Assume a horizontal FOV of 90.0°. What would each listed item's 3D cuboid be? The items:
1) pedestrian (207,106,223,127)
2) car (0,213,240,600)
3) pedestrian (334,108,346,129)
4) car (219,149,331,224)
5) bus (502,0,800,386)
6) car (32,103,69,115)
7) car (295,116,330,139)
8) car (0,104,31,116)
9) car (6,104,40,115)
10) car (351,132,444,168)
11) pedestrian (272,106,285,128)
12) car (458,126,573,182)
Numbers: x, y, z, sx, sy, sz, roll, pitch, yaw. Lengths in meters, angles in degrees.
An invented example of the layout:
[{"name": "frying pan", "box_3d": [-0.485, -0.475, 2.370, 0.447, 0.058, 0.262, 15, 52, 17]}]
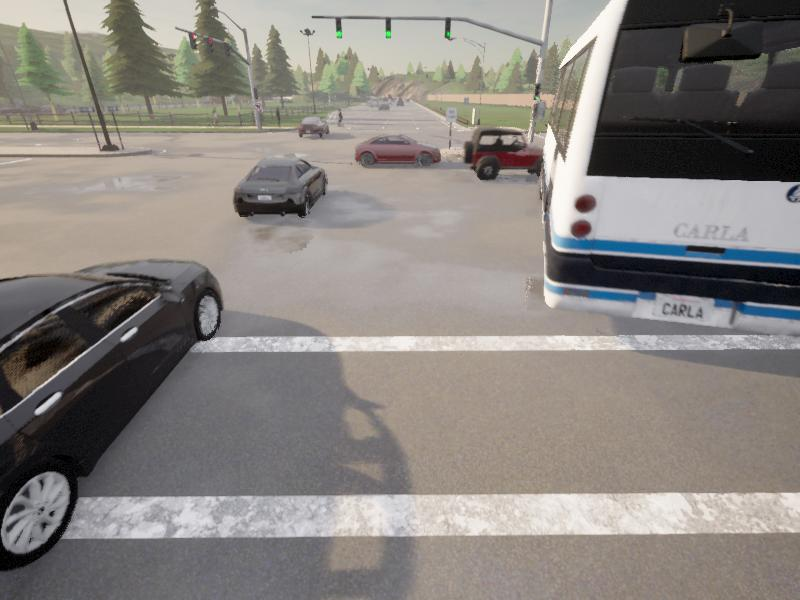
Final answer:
[{"name": "pedestrian", "box_3d": [-18.176, -18.018, 39.324, 0.751, 1.860, 0.751, 2, 27, 4]}, {"name": "car", "box_3d": [-3.499, 0.546, 3.931, 1.837, 1.490, 4.892, 0, 28, 0]}, {"name": "pedestrian", "box_3d": [-5.845, -17.662, 38.962, 0.751, 1.860, 0.751, 7, 28, 13]}, {"name": "car", "box_3d": [-3.492, -3.598, 12.141, 1.994, 1.385, 4.181, 0, 27, 0]}, {"name": "bus", "box_3d": [4.781, -3.324, 8.464, 3.944, 4.253, 10.273, 7, 28, 16]}, {"name": "car", "box_3d": [-61.097, -33.427, 69.982, 2.033, 1.649, 4.856, 0, 27, 0]}, {"name": "car", "box_3d": [-6.975, -13.997, 32.330, 1.812, 1.442, 4.674, 0, 27, 0]}, {"name": "car", "box_3d": [-68.096, -33.304, 70.079, 2.152, 1.651, 5.027, 0, 27, 0]}, {"name": "car", "box_3d": [-64.605, -32.697, 68.687, 1.851, 1.617, 3.988, 0, 27, 0]}, {"name": "car", "box_3d": [-0.113, -7.237, 19.231, 4.181, 1.385, 1.994, 0, 27, 0]}, {"name": "pedestrian", "box_3d": [-11.806, -17.791, 38.881, 0.751, 1.860, 0.751, 2, 27, 3]}, {"name": "car", "box_3d": [4.414, -5.847, 15.952, 3.866, 1.878, 1.905, 0, 27, 1]}]
